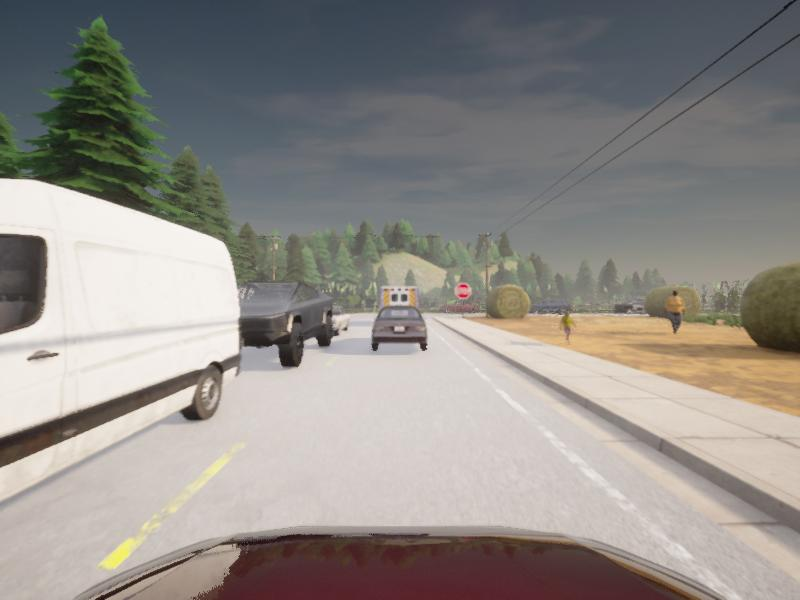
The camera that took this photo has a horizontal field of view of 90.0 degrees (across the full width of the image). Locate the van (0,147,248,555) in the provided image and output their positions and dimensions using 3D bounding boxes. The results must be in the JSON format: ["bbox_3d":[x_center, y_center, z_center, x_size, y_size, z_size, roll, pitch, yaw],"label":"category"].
[{"bbox_3d":[-3.502,0.322,3.662,1.988,2.561,5.915,0,0,0],"label":"van"}]

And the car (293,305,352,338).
[{"bbox_3d":[-3.544,0.939,19.145,1.895,1.301,4.718,0,0,0],"label":"car"}]

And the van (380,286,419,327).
[{"bbox_3d":[-0.037,0.371,26.778,2.351,2.431,6.366,0,0,0],"label":"van"}]

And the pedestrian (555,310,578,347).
[{"bbox_3d":[5.137,0.856,12.361,0.500,1.100,0.500,0,0,5],"label":"pedestrian"}]

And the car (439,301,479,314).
[{"bbox_3d":[6.454,0.809,44.150,4.193,1.474,1.816,0,0,3],"label":"car"}]

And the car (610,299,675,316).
[{"bbox_3d":[24.104,0.726,39.823,5.238,1.638,1.930,0,0,3],"label":"car"}]

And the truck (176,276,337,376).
[{"bbox_3d":[-3.496,0.539,11.541,2.390,2.098,6.274,0,0,0],"label":"truck"}]

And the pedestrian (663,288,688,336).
[{"bbox_3d":[11.104,0.462,16.131,0.751,1.860,0.751,0,0,28],"label":"pedestrian"}]

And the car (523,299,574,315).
[{"bbox_3d":[16.128,0.731,43.698,4.856,1.649,2.033,0,0,3],"label":"car"}]

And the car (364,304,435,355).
[{"bbox_3d":[-0.015,0.891,14.237,2.033,1.411,5.357,0,0,0],"label":"car"}]
